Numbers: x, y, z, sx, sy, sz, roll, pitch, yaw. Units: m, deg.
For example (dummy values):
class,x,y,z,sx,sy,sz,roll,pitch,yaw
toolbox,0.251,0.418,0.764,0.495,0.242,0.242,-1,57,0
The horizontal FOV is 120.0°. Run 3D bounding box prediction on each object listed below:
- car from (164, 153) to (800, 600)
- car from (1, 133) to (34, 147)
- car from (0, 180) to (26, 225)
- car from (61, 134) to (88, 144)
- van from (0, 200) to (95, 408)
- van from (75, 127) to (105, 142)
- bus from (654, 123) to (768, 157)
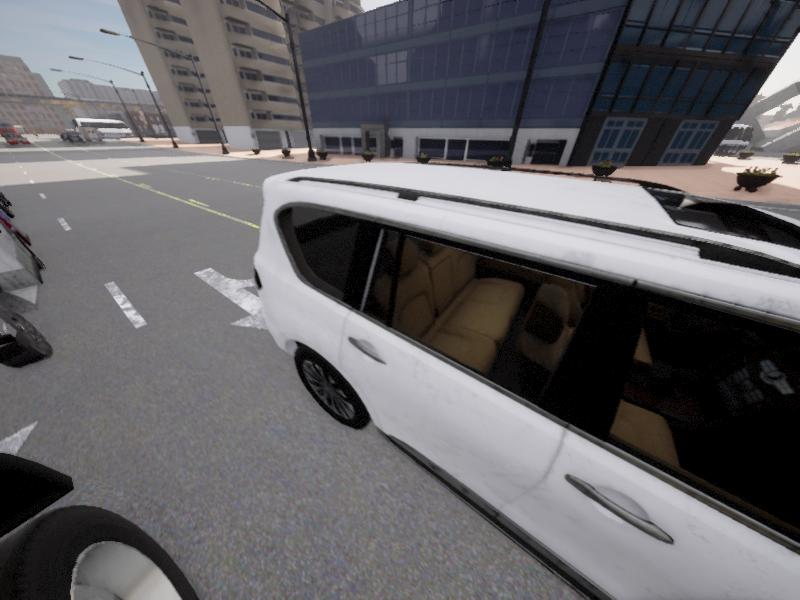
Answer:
class,x,y,z,sx,sy,sz,roll,pitch,yaw
car,1.236,0.343,1.657,5.566,2.045,2.150,23,41,27
car,-65.683,-27.486,39.628,4.611,1.667,2.242,24,41,27
car,-14.788,-3.483,7.512,4.902,1.511,2.128,22,41,28
car,-65.443,-32.401,46.427,4.902,1.511,2.128,24,41,27
van,-6.936,-0.699,2.786,6.366,2.431,2.351,22,40,28
van,-69.832,-37.253,52.025,6.366,2.431,2.351,23,41,27
bus,52.540,-27.587,39.774,3.944,4.253,10.273,-14,38,-20
